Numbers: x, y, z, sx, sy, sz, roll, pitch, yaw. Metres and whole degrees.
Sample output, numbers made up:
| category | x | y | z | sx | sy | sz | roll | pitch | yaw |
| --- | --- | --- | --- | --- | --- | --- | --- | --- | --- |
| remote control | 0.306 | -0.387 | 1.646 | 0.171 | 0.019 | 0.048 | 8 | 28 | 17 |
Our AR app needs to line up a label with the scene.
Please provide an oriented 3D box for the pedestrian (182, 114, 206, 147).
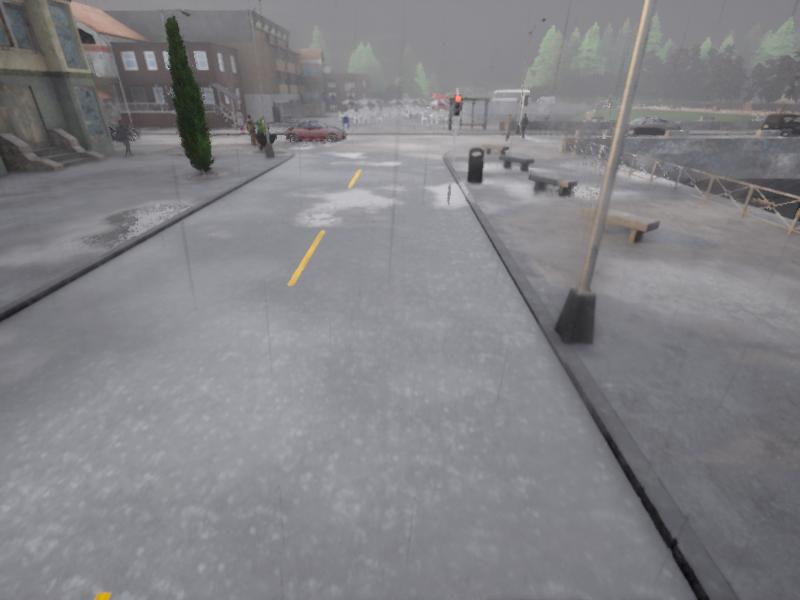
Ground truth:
| category | x | y | z | sx | sy | sz | roll | pitch | yaw |
| --- | --- | --- | --- | --- | --- | --- | --- | --- | --- |
| pedestrian | -13.050 | -10.737 | 25.314 | 0.751 | 1.860 | 0.751 | 22 | 34 | 36 |

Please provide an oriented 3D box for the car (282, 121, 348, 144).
| category | x | y | z | sx | sy | sz | roll | pitch | yaw |
| --- | --- | --- | --- | --- | --- | --- | --- | --- | --- |
| car | -5.971 | -11.970 | 28.525 | 4.181 | 1.385 | 1.994 | 0 | 27 | 1 |

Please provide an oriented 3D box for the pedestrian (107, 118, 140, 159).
| category | x | y | z | sx | sy | sz | roll | pitch | yaw |
| --- | --- | --- | --- | --- | --- | --- | --- | --- | --- |
| pedestrian | -14.278 | -8.358 | 20.700 | 0.751 | 1.860 | 0.751 | 20 | 33 | 34 |

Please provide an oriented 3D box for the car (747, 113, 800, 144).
| category | x | y | z | sx | sy | sz | roll | pitch | yaw |
| --- | --- | --- | --- | --- | --- | --- | --- | --- | --- |
| car | 27.377 | -12.041 | 28.026 | 3.866 | 1.878 | 1.905 | 0 | 27 | 0 |

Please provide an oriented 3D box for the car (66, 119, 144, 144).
| category | x | y | z | sx | sy | sz | roll | pitch | yaw |
| --- | --- | --- | --- | --- | --- | --- | --- | --- | --- |
| car | -21.005 | -12.081 | 28.650 | 3.806 | 1.475 | 1.970 | 0 | 27 | 1 |

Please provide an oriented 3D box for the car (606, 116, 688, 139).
| category | x | y | z | sx | sy | sz | roll | pitch | yaw |
| --- | --- | --- | --- | --- | --- | --- | --- | --- | --- |
| car | 19.460 | -13.702 | 31.701 | 4.902 | 1.511 | 2.128 | 1 | 27 | 1 |

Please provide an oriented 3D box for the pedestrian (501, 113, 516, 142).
| category | x | y | z | sx | sy | sz | roll | pitch | yaw |
| --- | --- | --- | --- | --- | --- | --- | --- | --- | --- |
| pedestrian | 7.797 | -12.387 | 28.720 | 0.751 | 1.860 | 0.751 | 3 | 27 | 5 |

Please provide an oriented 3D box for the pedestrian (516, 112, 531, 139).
| category | x | y | z | sx | sy | sz | roll | pitch | yaw |
| --- | --- | --- | --- | --- | --- | --- | --- | --- | --- |
| pedestrian | 9.497 | -13.400 | 30.694 | 0.751 | 1.860 | 0.751 | 3 | 27 | 6 |

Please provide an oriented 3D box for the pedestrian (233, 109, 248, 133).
| category | x | y | z | sx | sy | sz | roll | pitch | yaw |
| --- | --- | --- | --- | --- | --- | --- | --- | --- | --- |
| pedestrian | -13.695 | -15.381 | 34.376 | 0.751 | 1.860 | 0.751 | -19 | 32 | -32 |

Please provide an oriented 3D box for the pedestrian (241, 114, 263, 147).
| category | x | y | z | sx | sy | sz | roll | pitch | yaw |
| --- | --- | --- | --- | --- | --- | --- | --- | --- | --- |
| pedestrian | -9.412 | -10.805 | 25.439 | 0.751 | 1.860 | 0.751 | 8 | 28 | 16 |
